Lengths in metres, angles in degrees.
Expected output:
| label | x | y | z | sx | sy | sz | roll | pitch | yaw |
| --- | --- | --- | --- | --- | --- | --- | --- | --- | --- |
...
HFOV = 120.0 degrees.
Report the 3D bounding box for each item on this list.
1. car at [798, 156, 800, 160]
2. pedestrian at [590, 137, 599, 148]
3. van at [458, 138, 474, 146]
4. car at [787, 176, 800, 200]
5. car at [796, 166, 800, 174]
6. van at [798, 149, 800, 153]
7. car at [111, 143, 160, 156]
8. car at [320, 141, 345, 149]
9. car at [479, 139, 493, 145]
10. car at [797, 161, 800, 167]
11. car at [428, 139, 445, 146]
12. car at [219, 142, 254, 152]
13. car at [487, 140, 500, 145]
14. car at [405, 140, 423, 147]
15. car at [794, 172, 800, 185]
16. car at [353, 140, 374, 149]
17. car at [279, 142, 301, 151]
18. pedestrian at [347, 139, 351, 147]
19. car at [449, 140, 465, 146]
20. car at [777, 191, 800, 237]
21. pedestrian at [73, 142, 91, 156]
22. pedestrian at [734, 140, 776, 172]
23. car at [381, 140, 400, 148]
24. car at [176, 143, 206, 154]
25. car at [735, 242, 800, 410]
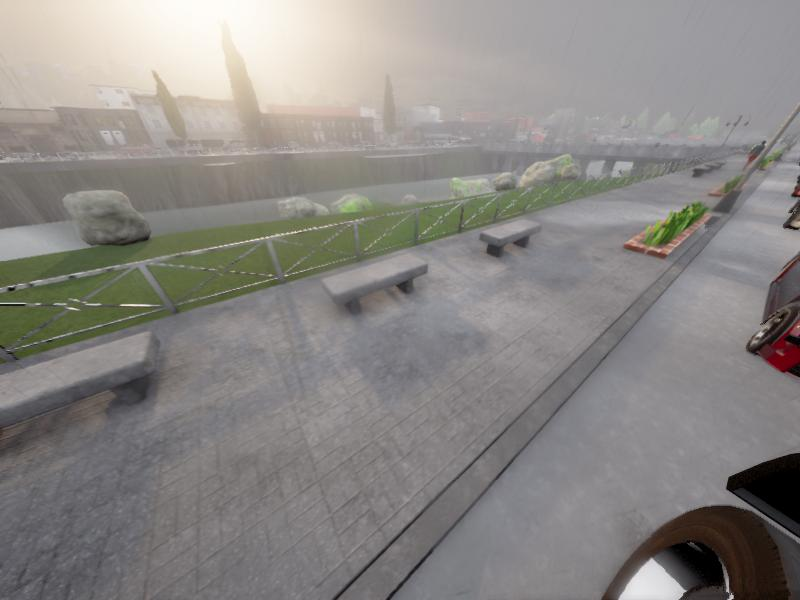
| label | x | y | z | sx | sy | sz | roll | pitch | yaw |
| --- | --- | --- | --- | --- | --- | --- | --- | --- | --- |
| car | 47.774 | -16.865 | 26.315 | 4.181 | 1.385 | 1.994 | -22 | 41 | -28 |
| pedestrian | 41.426 | -33.557 | 49.164 | 0.751 | 1.860 | 0.751 | -26 | 42 | -31 |
| van | 20.756 | -49.522 | 72.280 | 4.480 | 2.038 | 2.069 | -22 | 41 | -28 |
| car | 19.133 | -5.268 | 9.927 | 4.514 | 1.525 | 2.007 | -22 | 41 | -28 |
| car | 30.290 | -9.814 | 16.293 | 3.633 | 1.501 | 1.845 | -22 | 41 | -28 |
| van | 66.597 | -24.966 | 36.748 | 6.366 | 2.431 | 2.351 | -22 | 41 | -28 |
| car | -44.576 | -25.547 | 39.088 | 5.027 | 1.651 | 2.152 | -22 | 41 | -28 |
| car | -16.142 | -37.140 | 55.317 | 5.238 | 1.638 | 1.930 | -22 | 41 | -28 |
| car | 30.747 | -56.188 | 82.131 | 4.892 | 1.490 | 1.837 | -22 | 41 | -28 |
| car | 36.733 | -12.438 | 19.966 | 5.008 | 1.535 | 1.882 | -22 | 41 | -28 |
| car | 11.154 | -48.262 | 70.904 | 5.238 | 1.638 | 1.930 | -22 | 41 | -28 |
| car | -32.488 | -30.482 | 45.987 | 5.238 | 1.638 | 1.930 | -22 | 41 | -28 |
| car | 32.025 | -53.849 | 78.898 | 3.806 | 1.475 | 1.970 | -22 | 41 | -28 |
| car | 4.175 | -45.376 | 66.950 | 5.008 | 1.535 | 1.882 | -22 | 41 | -28 |
| car | 24.254 | -7.332 | 12.865 | 4.193 | 1.474 | 1.816 | -22 | 41 | -28 |
| car | -9.259 | -39.948 | 59.248 | 4.856 | 1.649 | 2.033 | -22 | 41 | -28 |
| car | -24.098 | -33.831 | 50.821 | 3.806 | 1.475 | 1.970 | -22 | 41 | -28 |
| pedestrian | -14.008 | -43.044 | 63.292 | 0.751 | 1.860 | 0.751 | -14 | 38 | -19 |
| car | 18.508 | -51.202 | 75.143 | 4.892 | 1.490 | 1.837 | -22 | 41 | -28 |
| car | 13.061 | -2.796 | 6.464 | 4.514 | 1.525 | 2.007 | -22 | 41 | -28 |
| pedestrian | -50.925 | -24.194 | 36.965 | 0.751 | 1.860 | 0.751 | 13 | 37 | 19 |
| pedestrian | 25.328 | -10.302 | 16.515 | 0.751 | 1.860 | 0.751 | -18 | 39 | -23 |
| car | -2.598 | -42.639 | 63.067 | 4.974 | 1.542 | 2.038 | -22 | 41 | -28 |
| car | -38.440 | -27.987 | 42.633 | 3.806 | 1.475 | 1.970 | -22 | 41 | -28 |
| car | 6.075 | 0.126 | 2.532 | 4.181 | 1.385 | 1.994 | -22 | 41 | -28 |
